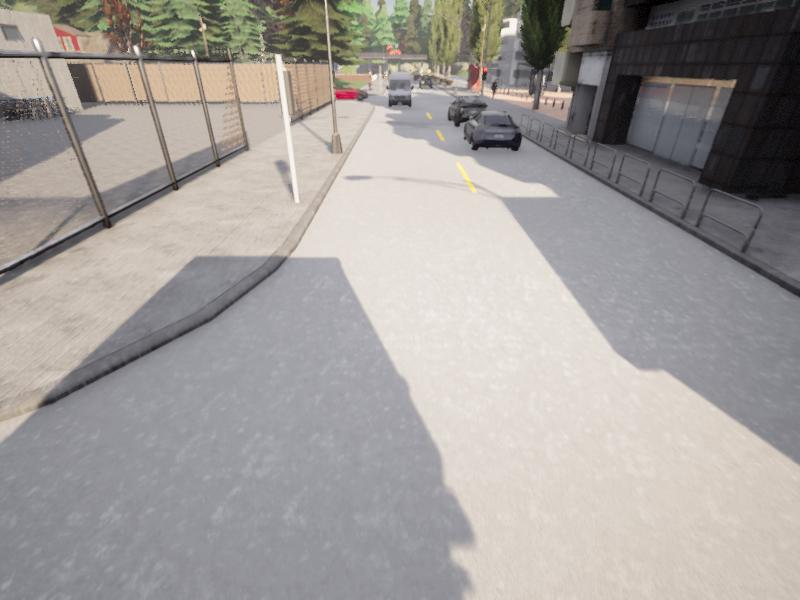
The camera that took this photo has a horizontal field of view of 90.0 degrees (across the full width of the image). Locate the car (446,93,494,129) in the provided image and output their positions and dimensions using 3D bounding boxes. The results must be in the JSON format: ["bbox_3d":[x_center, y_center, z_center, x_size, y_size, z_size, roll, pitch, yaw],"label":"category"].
[{"bbox_3d":[4.024,-11.255,23.702,2.007,1.525,4.514,0,30,0],"label":"car"}]

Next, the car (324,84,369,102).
[{"bbox_3d":[-5.226,-20.455,39.461,4.193,1.474,1.816,-1,30,-2],"label":"car"}]

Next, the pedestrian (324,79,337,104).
[{"bbox_3d":[-6.129,-18.454,35.392,0.751,1.860,0.751,-21,36,-32],"label":"pedestrian"}]

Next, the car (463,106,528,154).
[{"bbox_3d":[3.976,-7.483,17.415,1.994,1.385,4.181,1,30,2],"label":"car"}]

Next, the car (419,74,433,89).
[{"bbox_3d":[4.006,-33.932,62.083,1.932,1.855,4.605,0,31,0],"label":"car"}]

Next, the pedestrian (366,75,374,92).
[{"bbox_3d":[-3.932,-28.269,52.172,0.751,1.860,0.751,-14,33,-22],"label":"pedestrian"}]

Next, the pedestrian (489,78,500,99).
[{"bbox_3d":[9.404,-21.049,39.843,0.751,1.860,0.751,3,30,4],"label":"pedestrian"}]

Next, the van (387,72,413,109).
[{"bbox_3d":[-0.003,-18.039,34.284,1.988,2.561,5.915,0,30,0],"label":"van"}]
